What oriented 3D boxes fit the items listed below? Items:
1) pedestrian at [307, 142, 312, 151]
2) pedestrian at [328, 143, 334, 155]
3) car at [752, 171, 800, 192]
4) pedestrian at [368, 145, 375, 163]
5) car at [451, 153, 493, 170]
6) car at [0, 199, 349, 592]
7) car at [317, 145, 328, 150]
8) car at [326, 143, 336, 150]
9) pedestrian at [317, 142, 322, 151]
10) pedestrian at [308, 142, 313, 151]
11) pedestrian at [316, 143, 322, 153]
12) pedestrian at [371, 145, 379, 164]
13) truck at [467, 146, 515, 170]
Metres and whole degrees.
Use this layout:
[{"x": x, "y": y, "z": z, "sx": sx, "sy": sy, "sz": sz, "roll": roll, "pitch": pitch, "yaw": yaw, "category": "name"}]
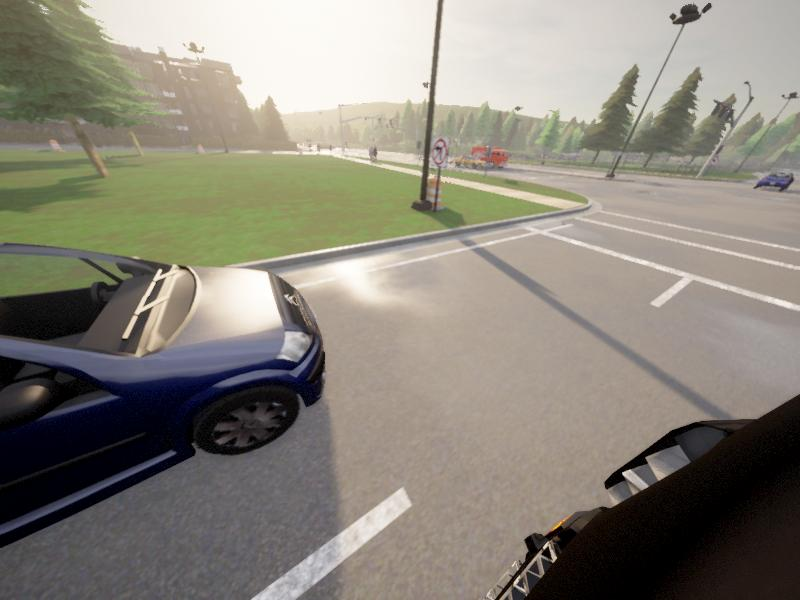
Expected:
[{"x": -23.025, "y": -38.975, "z": 58.603, "sx": 0.751, "sy": 1.860, "sz": 0.751, "roll": -9, "pitch": 36, "yaw": -17, "category": "pedestrian"}, {"x": -13.309, "y": -28.997, "z": 44.348, "sx": 0.751, "sy": 1.860, "sz": 0.751, "roll": -15, "pitch": 37, "yaw": -24, "category": "pedestrian"}, {"x": 36.002, "y": -11.411, "z": 22.051, "sx": 4.193, "sy": 1.474, "sz": 1.816, "roll": -17, "pitch": 39, "yaw": -27, "category": "car"}, {"x": -3.684, "y": -18.895, "z": 29.900, "sx": 0.751, "sy": 1.860, "sz": 0.751, "roll": -13, "pitch": 37, "yaw": -22, "category": "pedestrian"}, {"x": 9.311, "y": -18.244, "z": 30.370, "sx": 1.801, "sy": 1.575, "sz": 5.366, "roll": -17, "pitch": 38, "yaw": -26, "category": "car"}, {"x": -2.642, "y": 0.500, "z": 1.534, "sx": 3.988, "sy": 1.617, "sz": 1.851, "roll": -17, "pitch": 39, "yaw": -27, "category": "car"}, {"x": -26.614, "y": -52.367, "z": 79.187, "sx": 1.895, "sy": 1.301, "sz": 4.718, "roll": -17, "pitch": 39, "yaw": -27, "category": "car"}, {"x": -24.463, "y": -54.307, "z": 81.725, "sx": 1.905, "sy": 1.878, "sz": 3.866, "roll": -17, "pitch": 39, "yaw": -27, "category": "car"}, {"x": -21.551, "y": -41.095, "z": 61.839, "sx": 0.751, "sy": 1.860, "sz": 0.751, "roll": -19, "pitch": 40, "yaw": -29, "category": "pedestrian"}, {"x": -22.455, "y": -38.548, "z": 58.003, "sx": 0.751, "sy": 1.860, "sz": 0.751, "roll": -23, "pitch": 41, "yaw": -33, "category": "pedestrian"}, {"x": -18.428, "y": -34.427, "z": 52.390, "sx": 0.751, "sy": 1.860, "sz": 0.751, "roll": -18, "pitch": 39, "yaw": -27, "category": "pedestrian"}, {"x": -3.064, "y": -18.007, "z": 28.614, "sx": 0.751, "sy": 1.860, "sz": 0.751, "roll": -13, "pitch": 37, "yaw": -21, "category": "pedestrian"}, {"x": 12.321, "y": -19.527, "z": 31.691, "sx": 2.627, "sy": 2.467, "sz": 5.204, "roll": -17, "pitch": 38, "yaw": -26, "category": "truck"}]
